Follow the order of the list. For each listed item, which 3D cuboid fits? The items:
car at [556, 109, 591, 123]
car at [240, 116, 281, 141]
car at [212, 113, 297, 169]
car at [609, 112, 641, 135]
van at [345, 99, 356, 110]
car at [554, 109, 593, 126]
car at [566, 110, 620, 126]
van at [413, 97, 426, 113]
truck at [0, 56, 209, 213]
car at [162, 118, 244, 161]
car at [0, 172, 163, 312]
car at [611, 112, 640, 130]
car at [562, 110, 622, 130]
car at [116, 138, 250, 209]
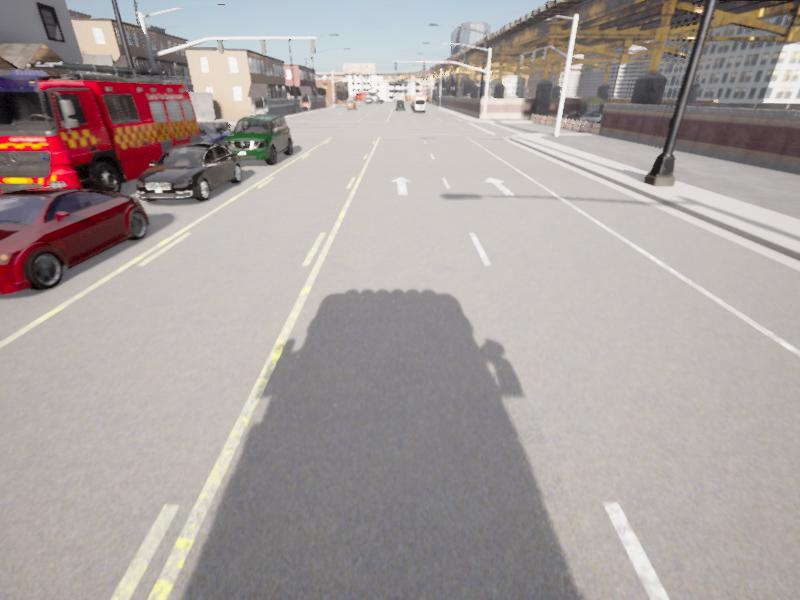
[{"bbox_3d":[19.508,-20.669,44.810,1.853,1.218,4.536,24,35,38],"label":"car"},{"bbox_3d":[-10.635,-13.261,30.812,2.033,1.411,5.357,-4,27,-8],"label":"car"},{"bbox_3d":[-6.983,-8.103,20.079,2.150,2.045,5.566,0,28,0],"label":"car"},{"bbox_3d":[20.265,-15.945,35.980,2.038,1.542,4.974,14,30,25],"label":"car"},{"bbox_3d":[-10.425,-41.435,84.897,1.775,1.987,4.442,0,27,0],"label":"van"},{"bbox_3d":[19.472,-20.512,44.849,2.038,1.542,4.974,24,35,38],"label":"car"},{"bbox_3d":[19.511,-18.524,40.643,1.853,1.218,4.536,-19,33,-32],"label":"car"},{"bbox_3d":[3.570,-35.947,73.666,1.988,2.561,5.915,0,27,0],"label":"van"},{"bbox_3d":[-10.489,-6.126,14.282,2.891,3.827,8.468,0,27,0],"label":"truck"},{"bbox_3d":[-10.481,-8.858,21.808,2.097,1.767,4.553,0,27,0],"label":"car"},{"bbox_3d":[-6.974,-1.407,7.815,1.994,1.385,4.181,1,27,2],"label":"car"},{"bbox_3d":[20.290,-16.106,35.949,1.853,1.218,4.536,14,30,25],"label":"car"},{"bbox_3d":[19.480,-18.403,40.752,2.038,1.542,4.974,-19,33,-32],"label":"car"},{"bbox_3d":[-6.989,-4.486,13.661,1.837,1.490,4.892,0,27,0],"label":"car"}]
